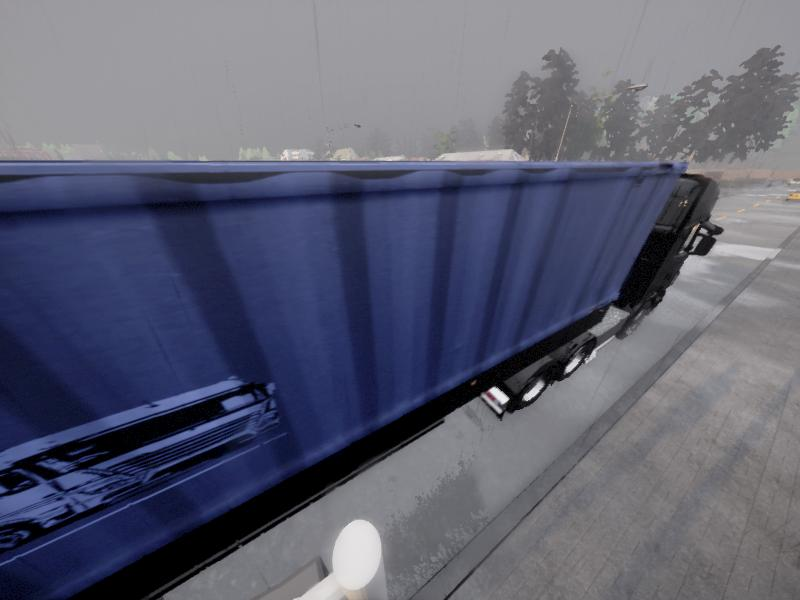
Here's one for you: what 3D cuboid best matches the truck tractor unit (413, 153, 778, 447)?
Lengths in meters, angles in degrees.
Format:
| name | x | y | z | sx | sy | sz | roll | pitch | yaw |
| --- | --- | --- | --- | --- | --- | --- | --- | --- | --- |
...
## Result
| name | x | y | z | sx | sy | sz | roll | pitch | yaw |
| --- | --- | --- | --- | --- | --- | --- | --- | --- | --- |
| truck tractor unit | 3.941 | -0.815 | 5.395 | 6.516 | 4.208 | 3.053 | -16 | 34 | -25 |

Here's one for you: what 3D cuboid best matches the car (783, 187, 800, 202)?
| name | x | y | z | sx | sy | sz | roll | pitch | yaw |
| --- | --- | --- | --- | --- | --- | --- | --- | --- | --- |
| car | 55.090 | -14.418 | 31.606 | 5.366 | 1.575 | 1.801 | -16 | 34 | -26 |

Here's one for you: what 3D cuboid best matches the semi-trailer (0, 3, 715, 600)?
| name | x | y | z | sx | sy | sz | roll | pitch | yaw |
| --- | --- | --- | --- | --- | --- | --- | --- | --- | --- |
| semi-trailer | -2.915 | 1.081 | 1.922 | 14.254 | 4.402 | 2.717 | -16 | 34 | -26 |
